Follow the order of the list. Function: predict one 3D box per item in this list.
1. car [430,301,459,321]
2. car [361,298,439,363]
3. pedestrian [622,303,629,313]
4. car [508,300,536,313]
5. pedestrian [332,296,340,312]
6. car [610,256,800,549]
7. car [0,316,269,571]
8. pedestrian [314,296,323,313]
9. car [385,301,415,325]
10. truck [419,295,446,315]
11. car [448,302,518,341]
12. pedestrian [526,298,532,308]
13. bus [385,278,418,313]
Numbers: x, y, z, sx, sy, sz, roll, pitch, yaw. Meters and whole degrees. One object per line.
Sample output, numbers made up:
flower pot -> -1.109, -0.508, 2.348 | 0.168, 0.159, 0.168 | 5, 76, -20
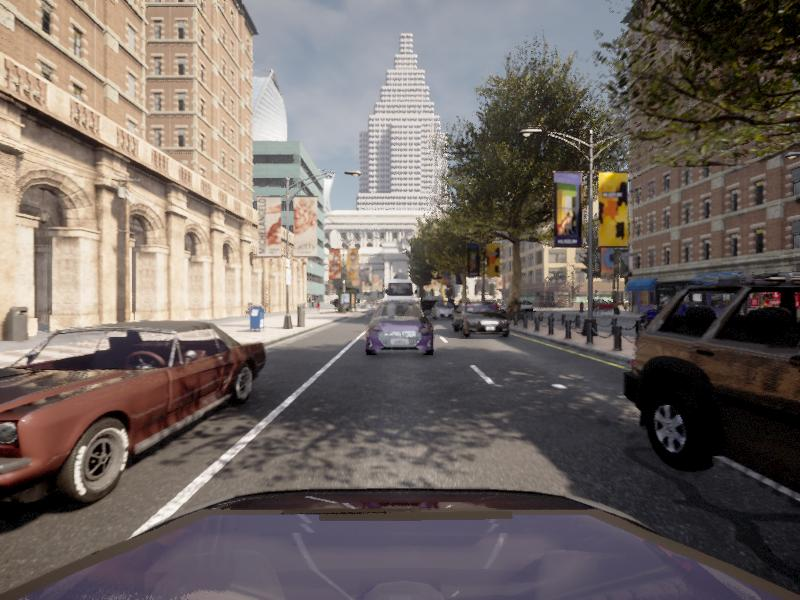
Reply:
car -> 3.497, 0.825, 31.987 | 1.845, 1.501, 3.633 | 0, 0, 0
car -> -0.003, 0.773, 12.858 | 2.033, 1.649, 4.856 | 0, 1, 0
pedestrian -> 25.242, 0.861, 44.750 | 0.500, 1.100, 0.500 | 0, 0, 4
car -> 14.997, 0.824, 49.343 | 2.007, 1.525, 4.514 | 0, 0, 0
pedestrian -> -7.590, 0.481, 47.390 | 0.751, 1.860, 0.751 | 0, 0, 7
car -> 3.497, 0.648, 2.494 | 1.932, 1.855, 4.605 | 0, 1, 0
car -> -3.251, 0.938, 4.702 | 1.895, 1.301, 4.718 | 0, 0, 0
pedestrian -> -8.834, 0.481, 43.290 | 0.751, 1.860, 0.751 | 0, 0, 5
car -> -0.003, 0.844, 27.245 | 1.837, 1.490, 4.892 | 0, 0, 0
truck -> 3.496, 0.539, 44.194 | 2.390, 2.098, 6.274 | 0, 0, 0
car -> 3.498, 0.836, 17.937 | 2.128, 1.511, 4.902 | 0, 0, 0
pedestrian -> 24.232, 0.478, 75.339 | 0.751, 1.860, 0.751 | 0, 0, -17
bus -> 0.135, -0.539, 52.731 | 3.944, 4.253, 10.273 | 0, 0, 0
